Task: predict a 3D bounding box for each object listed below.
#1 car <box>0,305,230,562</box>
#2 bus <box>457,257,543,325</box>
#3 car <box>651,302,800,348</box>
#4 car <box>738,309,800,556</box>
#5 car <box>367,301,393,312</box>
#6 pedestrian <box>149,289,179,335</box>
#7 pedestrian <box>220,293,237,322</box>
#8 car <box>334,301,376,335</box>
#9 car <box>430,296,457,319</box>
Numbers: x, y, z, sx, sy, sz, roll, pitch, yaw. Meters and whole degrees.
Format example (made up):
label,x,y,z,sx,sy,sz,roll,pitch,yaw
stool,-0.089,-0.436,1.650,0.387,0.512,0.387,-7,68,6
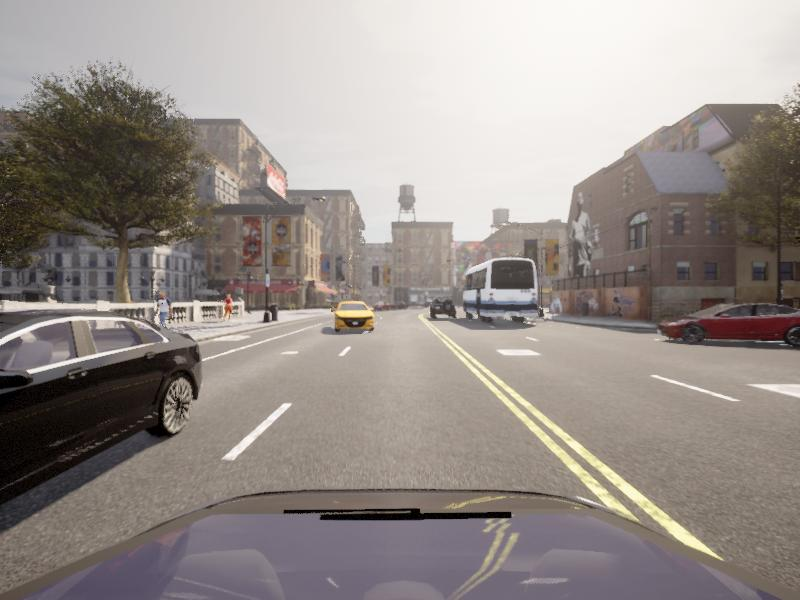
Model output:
label,x,y,z,sx,sy,sz,roll,pitch,yaw
car,-3.488,0.833,3.274,2.128,1.511,4.902,0,0,0
bus,6.997,-0.553,30.183,3.944,4.253,10.273,0,0,0
car,12.344,0.840,14.802,4.792,1.488,2.163,0,0,17
car,3.523,0.822,0.478,2.038,1.542,4.974,0,0,0
car,-2.702,0.826,55.900,2.002,1.452,4.674,0,0,20
pedestrian,-9.811,0.474,16.640,0.751,1.860,0.751,0,0,6
pedestrian,-11.110,0.468,25.900,0.751,1.860,0.751,0,0,0
car,-2.474,0.808,20.750,1.882,1.535,5.008,0,0,-10
car,3.694,0.630,34.628,1.932,1.855,4.605,0,0,2
